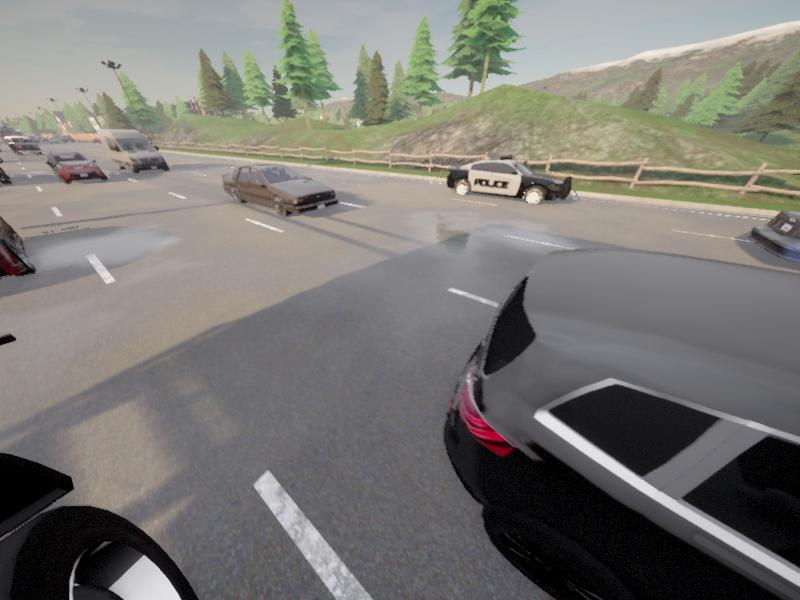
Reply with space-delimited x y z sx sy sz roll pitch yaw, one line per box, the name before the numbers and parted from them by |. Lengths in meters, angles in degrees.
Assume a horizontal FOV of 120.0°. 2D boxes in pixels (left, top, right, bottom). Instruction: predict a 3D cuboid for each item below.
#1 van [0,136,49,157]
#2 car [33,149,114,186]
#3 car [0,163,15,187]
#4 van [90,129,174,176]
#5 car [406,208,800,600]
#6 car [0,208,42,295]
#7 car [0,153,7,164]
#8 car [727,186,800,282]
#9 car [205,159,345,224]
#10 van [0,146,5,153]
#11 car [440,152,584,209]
van | -47.201 -19.329 28.996 4.480 2.038 2.069 18 38 24
car | -18.647 -7.655 13.215 3.633 1.501 1.845 22 41 28
car | -23.159 -7.083 12.275 5.027 1.651 2.152 22 41 28
van | -19.819 -11.043 17.125 5.915 2.561 1.988 22 41 26
car | 2.584 1.042 1.011 4.611 1.667 2.242 22 41 28
car | -8.887 -1.095 4.169 4.181 1.385 1.994 23 41 28
car | -39.261 -13.665 21.541 4.792 1.488 2.163 22 41 28
car | 10.204 -0.641 3.724 5.357 1.411 2.033 22 41 28
car | -4.829 -4.370 8.836 5.357 1.411 2.033 22 41 28
van | -61.726 -23.314 34.139 6.366 2.431 2.351 23 41 28
car | 4.683 -5.491 10.318 5.238 1.638 1.930 22 41 28
